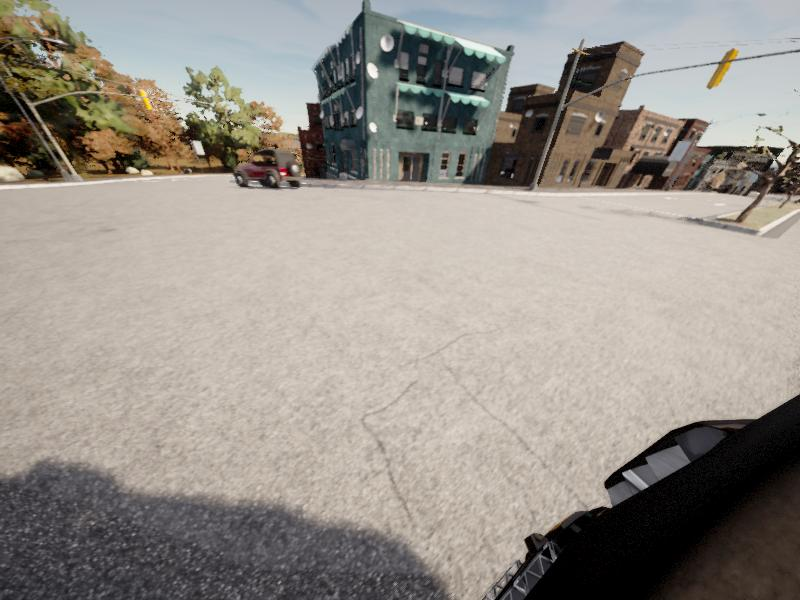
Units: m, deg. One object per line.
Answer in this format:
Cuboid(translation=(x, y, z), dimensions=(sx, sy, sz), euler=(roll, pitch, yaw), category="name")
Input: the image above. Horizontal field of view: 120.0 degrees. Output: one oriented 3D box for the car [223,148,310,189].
Cuboid(translation=(-7.594, -7.519, 13.338), dimensions=(3.866, 1.878, 1.905), euler=(10, 29, 17), category="car")
